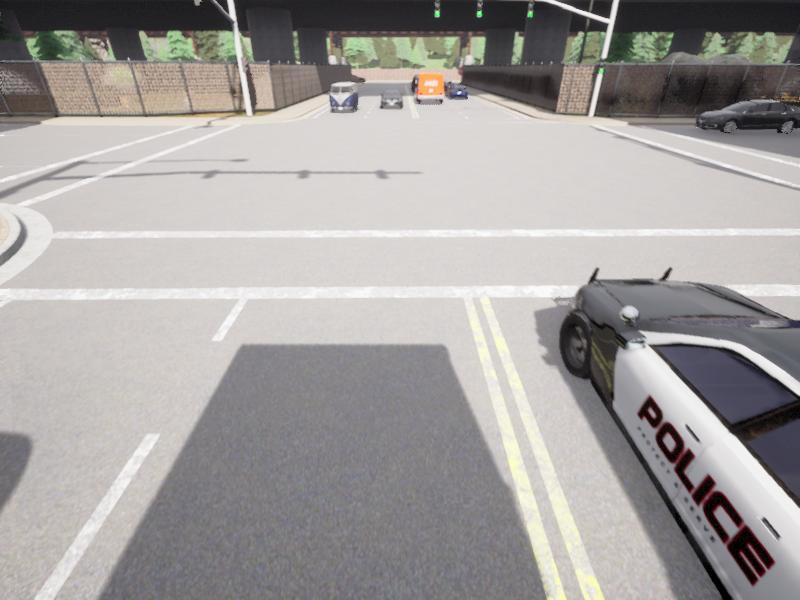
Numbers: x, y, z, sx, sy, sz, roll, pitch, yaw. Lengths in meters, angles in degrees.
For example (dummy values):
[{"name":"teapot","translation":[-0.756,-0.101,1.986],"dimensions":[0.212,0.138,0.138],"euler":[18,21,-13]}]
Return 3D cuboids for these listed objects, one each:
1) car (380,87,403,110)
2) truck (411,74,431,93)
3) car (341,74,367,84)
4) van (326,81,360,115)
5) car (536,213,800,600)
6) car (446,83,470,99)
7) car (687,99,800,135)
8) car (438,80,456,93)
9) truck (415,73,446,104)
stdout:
[{"name":"car","translation":[-0.670,-17.074,33.812],"dimensions":[1.812,1.442,4.674],"euler":[0,30,0]},{"name":"truck","translation":[2.814,-29.462,54.378],"dimensions":[2.390,2.098,6.274],"euler":[0,30,0]},{"name":"car","translation":[-9.335,-45.190,81.716],"dimensions":[4.856,1.649,2.033],"euler":[0,30,0]},{"name":"van","translation":[-4.216,-15.391,30.375],"dimensions":[1.775,1.987,4.442],"euler":[1,31,1]},{"name":"car","translation":[2.899,0.909,2.963],"dimensions":[2.038,1.542,4.974],"euler":[0,31,0]},{"name":"car","translation":[6.332,-23.110,44.245],"dimensions":[1.994,1.385,4.181],"euler":[0,30,0]},{"name":"car","translation":[18.306,-9.588,20.898],"dimensions":[4.892,1.490,1.837],"euler":[0,30,1]},{"name":"car","translation":[6.314,-29.034,54.360],"dimensions":[1.970,1.475,3.806],"euler":[0,30,0]},{"name":"truck","translation":[2.845,-20.563,38.787],"dimensions":[2.627,2.467,5.204],"euler":[0,30,0]}]
